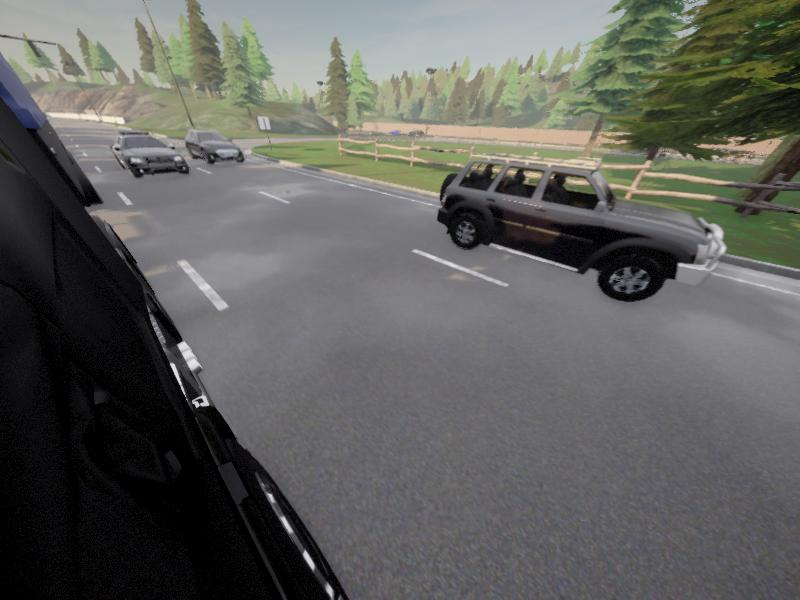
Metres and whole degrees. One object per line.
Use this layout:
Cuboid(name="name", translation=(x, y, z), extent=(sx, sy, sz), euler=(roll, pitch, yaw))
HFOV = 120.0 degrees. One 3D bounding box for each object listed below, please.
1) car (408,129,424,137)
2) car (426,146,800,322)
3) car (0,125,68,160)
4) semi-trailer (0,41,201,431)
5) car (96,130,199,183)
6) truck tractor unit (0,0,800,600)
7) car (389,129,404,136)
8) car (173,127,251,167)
Cuboid(name="car", translation=(4.957, -51.080, 70.643), extent=(4.605, 1.855, 1.932), euler=(28, 44, 30))
Cuboid(name="car", translation=(3.053, -1.774, 4.637), extent=(4.605, 1.855, 1.932), euler=(28, 44, 30))
Cuboid(name="car", translation=(-21.824, -9.382, 13.645), extent=(4.181, 1.385, 1.994), euler=(28, 44, 30))
Cuboid(name="semi-trailer", translation=(-8.691, -3.615, 4.230), extent=(14.254, 4.402, 2.717), euler=(28, 44, 30))
Cuboid(name="car", translation=(-11.755, -6.807, 10.709), extent=(4.974, 1.542, 2.038), euler=(28, 44, 30))
Cuboid(name="truck tractor unit", translation=(-2.645, -0.295, 0.351), extent=(6.516, 4.208, 3.053), euler=(28, 44, 30))
Cuboid(name="car", translation=(-1.045, -54.094, 74.641), extent=(4.514, 1.525, 2.007), euler=(28, 44, 30))
Cuboid(name="car", translation=(-11.645, -9.526, 14.270), extent=(4.856, 1.649, 2.033), euler=(28, 44, 30))
